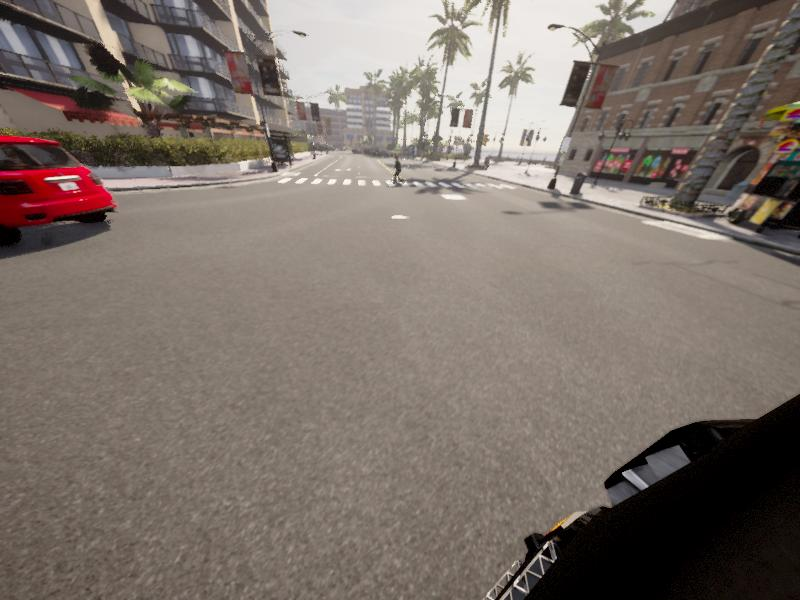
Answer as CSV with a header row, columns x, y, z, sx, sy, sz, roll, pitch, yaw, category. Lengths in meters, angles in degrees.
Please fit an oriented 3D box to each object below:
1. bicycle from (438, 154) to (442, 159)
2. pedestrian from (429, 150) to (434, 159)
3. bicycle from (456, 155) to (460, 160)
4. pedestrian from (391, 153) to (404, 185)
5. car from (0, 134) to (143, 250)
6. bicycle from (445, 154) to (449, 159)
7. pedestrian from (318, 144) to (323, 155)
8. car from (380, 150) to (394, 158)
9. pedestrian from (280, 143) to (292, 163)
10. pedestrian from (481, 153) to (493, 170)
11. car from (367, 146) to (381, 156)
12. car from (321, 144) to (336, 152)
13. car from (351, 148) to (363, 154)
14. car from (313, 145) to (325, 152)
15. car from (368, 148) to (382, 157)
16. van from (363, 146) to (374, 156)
x,y,z,sx,sy,sz,roll,pitch,yaw,category
10.400,-37.409,60.228,0.373,1.024,1.643,-3,34,-9,bicycle
7.235,-33.797,53.692,0.751,1.860,0.751,-7,35,-15,pedestrian
15.361,-37.671,61.012,0.373,1.024,1.643,-3,34,-9,bicycle
-0.170,-8.895,15.701,0.751,1.860,0.751,-2,34,-8,pedestrian
-10.301,-2.594,5.248,5.566,2.045,2.150,1,33,-3,car
12.385,-37.514,60.542,0.373,1.024,1.643,-3,34,-9,bicycle
-16.664,-31.681,48.623,0.751,1.860,0.751,-4,34,-10,pedestrian
-3.390,-37.880,59.825,2.152,1.651,5.027,-10,35,-18,car
-12.865,-16.624,26.130,0.751,1.860,0.751,-1,34,-6,pedestrian
11.632,-18.454,30.813,0.751,1.860,0.751,-9,35,-17,pedestrian
-7.608,-43.620,67.558,2.150,2.045,5.566,-15,37,-25,car
-23.684,-50.224,76.298,2.150,2.045,5.566,-23,42,-34,car
-13.082,-44.944,69.722,1.994,1.385,4.181,-17,39,-28,car
-25.882,-48.548,74.052,1.851,1.617,3.988,-23,42,-34,car
-6.190,-36.389,57.057,2.242,1.667,4.611,-8,35,-16,car
-8.594,-40.337,62.559,1.775,1.987,4.442,-12,36,-21,van
